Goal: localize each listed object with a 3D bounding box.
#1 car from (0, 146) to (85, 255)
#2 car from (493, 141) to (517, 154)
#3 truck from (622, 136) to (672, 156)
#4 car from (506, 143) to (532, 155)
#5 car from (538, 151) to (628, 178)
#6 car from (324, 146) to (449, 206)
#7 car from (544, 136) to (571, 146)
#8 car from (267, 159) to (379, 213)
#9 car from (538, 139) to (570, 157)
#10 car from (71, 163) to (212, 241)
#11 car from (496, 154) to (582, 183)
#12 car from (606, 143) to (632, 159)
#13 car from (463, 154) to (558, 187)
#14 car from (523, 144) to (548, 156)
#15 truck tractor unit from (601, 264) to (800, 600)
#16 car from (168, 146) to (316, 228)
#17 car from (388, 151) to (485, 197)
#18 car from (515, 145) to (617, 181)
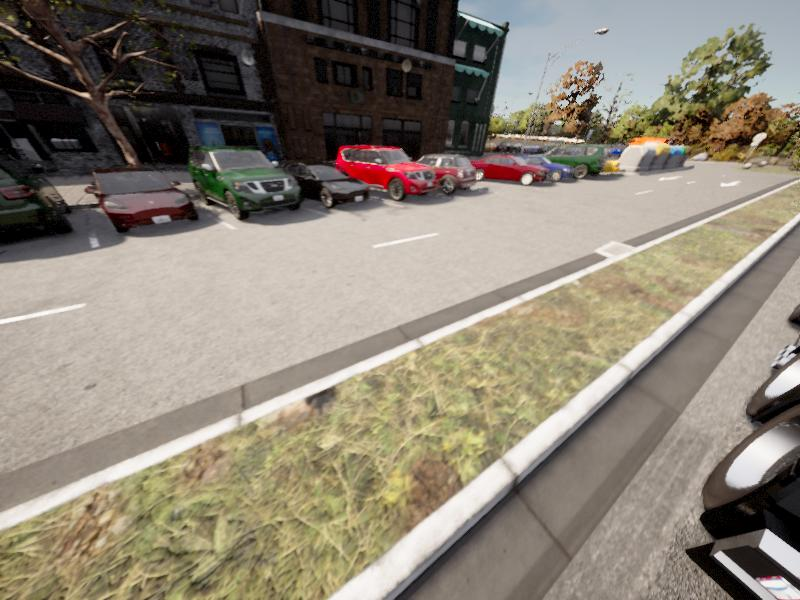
[{"bbox_3d":[-11.286,-2.915,6.278,5.566,2.045,2.435,25,42,32],"label":"car"},{"bbox_3d":[18.558,-26.868,40.758,2.185,1.767,4.553,27,42,32],"label":"car"},{"bbox_3d":[44.756,-28.110,42.076,2.627,2.467,5.204,-16,43,-25],"label":"truck"},{"bbox_3d":[20.016,-25.293,38.729,2.231,1.521,4.892,27,42,32],"label":"car"},{"bbox_3d":[14.729,-11.188,18.892,5.366,1.575,1.946,25,42,32],"label":"car"},{"bbox_3d":[-0.814,-6.264,11.223,5.566,2.045,2.435,25,41,32],"label":"car"},{"bbox_3d":[36.623,-37.134,53.779,2.007,1.525,4.514,-16,42,-25],"label":"car"},{"bbox_3d":[-3.422,-5.190,10.138,4.792,1.488,2.163,25,41,32],"label":"car"},{"bbox_3d":[22.897,-22.526,34.334,2.435,2.045,5.566,27,42,32],"label":"car"},{"bbox_3d":[-8.632,-3.507,7.653,4.792,1.488,2.163,25,41,32],"label":"car"},{"bbox_3d":[9.626,-9.388,16.352,4.674,1.452,2.002,25,41,32],"label":"car"},{"bbox_3d":[38.416,-26.041,40.477,2.435,2.045,5.566,27,40,32],"label":"car"},{"bbox_3d":[6.997,-8.579,15.092,5.008,1.535,2.097,25,41,32],"label":"car"},{"bbox_3d":[21.460,-23.781,36.637,2.002,1.452,4.674,27,42,32],"label":"car"},{"bbox_3d":[5.118,-0.289,0.787,6.516,4.208,3.053,-18,39,-24],"label":"truck tractor unit"},{"bbox_3d":[-6.027,-4.583,8.740,5.566,2.045,2.435,25,41,32],"label":"car"},{"bbox_3d":[1.790,-6.992,12.523,4.553,1.767,2.185,25,42,32],"label":"car"},{"bbox_3d":[12.221,-10.481,17.431,5.566,2.045,2.435,25,42,32],"label":"car"}]
